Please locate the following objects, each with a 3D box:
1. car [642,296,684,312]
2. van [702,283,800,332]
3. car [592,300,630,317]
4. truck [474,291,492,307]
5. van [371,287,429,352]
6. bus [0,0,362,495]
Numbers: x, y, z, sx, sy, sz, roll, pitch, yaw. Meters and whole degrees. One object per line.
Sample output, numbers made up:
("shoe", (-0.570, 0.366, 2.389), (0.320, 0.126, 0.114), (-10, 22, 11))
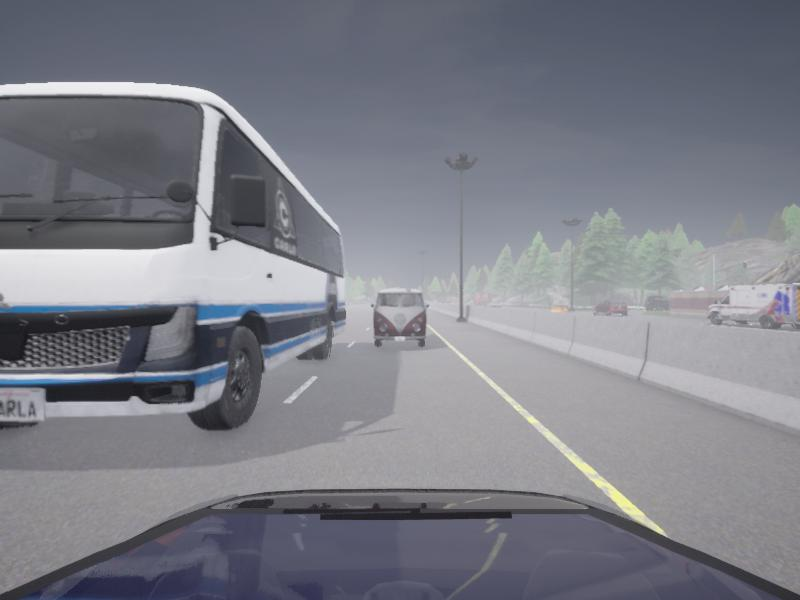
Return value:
("car", (32.250, 0.447, 49.160), (3.866, 1.878, 1.905), (0, 0, -2))
("van", (20.999, 0.379, 23.079), (2.351, 2.431, 6.366), (0, 0, 0))
("car", (20.998, 0.817, 39.983), (1.789, 1.549, 3.705), (0, 0, 0))
("truck", (20.999, -0.320, 101.661), (2.891, 3.827, 8.468), (0, 0, 0))
("van", (-0.001, 0.597, 14.436), (1.775, 1.987, 4.442), (0, 0, 0))
("bus", (-3.298, -0.534, 8.423), (3.944, 4.253, 10.273), (0, 0, 1))
